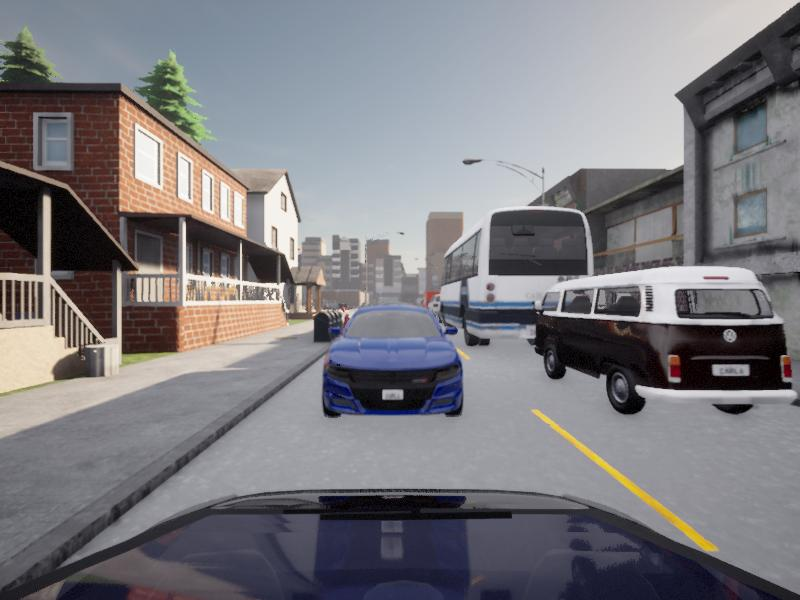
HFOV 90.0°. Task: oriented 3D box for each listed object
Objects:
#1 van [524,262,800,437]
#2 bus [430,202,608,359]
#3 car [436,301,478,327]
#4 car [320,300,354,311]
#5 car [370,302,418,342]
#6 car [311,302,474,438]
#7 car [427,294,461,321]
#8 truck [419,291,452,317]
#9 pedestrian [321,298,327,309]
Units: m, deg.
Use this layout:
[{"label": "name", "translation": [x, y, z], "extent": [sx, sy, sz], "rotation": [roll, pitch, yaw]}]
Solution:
[{"label": "van", "translation": [3.886, 0.574, 6.893], "extent": [2.069, 2.038, 4.480], "rotation": [0, 0, -1]}, {"label": "bus", "translation": [3.629, -0.529, 16.004], "extent": [3.944, 4.253, 10.273], "rotation": [0, 0, -1]}, {"label": "car", "translation": [3.606, 0.835, 25.932], "extent": [2.007, 1.525, 4.514], "rotation": [0, 0, -1]}, {"label": "car", "translation": [-9.315, 0.794, 59.333], "extent": [4.856, 1.649, 2.033], "rotation": [0, 0, -1]}, {"label": "car", "translation": [-0.276, 0.849, 17.666], "extent": [1.837, 1.490, 4.892], "rotation": [0, 0, -1]}, {"label": "car", "translation": [-0.120, 0.825, 7.144], "extent": [1.882, 1.535, 5.008], "rotation": [0, 0, -1]}, {"label": "car", "translation": [3.516, 0.577, 33.213], "extent": [2.150, 2.045, 5.566], "rotation": [0, 0, -1]}, {"label": "truck", "translation": [3.497, 0.367, 40.681], "extent": [2.627, 2.467, 5.204], "rotation": [0, 0, -2]}, {"label": "pedestrian", "translation": [-12.621, 0.552, 66.587], "extent": [0.751, 1.860, 0.751], "rotation": [0, 0, 21]}]
